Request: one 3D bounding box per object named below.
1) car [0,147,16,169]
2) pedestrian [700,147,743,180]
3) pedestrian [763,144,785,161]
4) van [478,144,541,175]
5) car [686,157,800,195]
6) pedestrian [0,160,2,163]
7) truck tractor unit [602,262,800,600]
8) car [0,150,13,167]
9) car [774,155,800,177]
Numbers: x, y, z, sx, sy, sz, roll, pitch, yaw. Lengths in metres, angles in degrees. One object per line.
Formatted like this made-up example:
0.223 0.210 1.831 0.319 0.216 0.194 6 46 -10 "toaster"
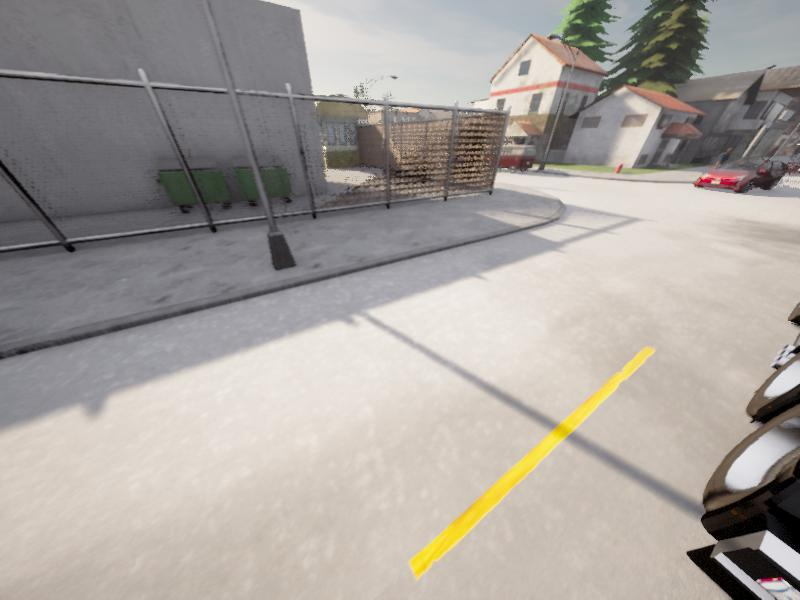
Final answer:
-35.476 -11.554 18.823 3.705 1.547 1.789 -18 39 -25 "car"
21.656 -9.215 15.609 0.751 1.860 0.751 19 39 25 "pedestrian"
51.367 -20.237 31.729 0.751 1.860 0.751 -19 39 -25 "pedestrian"
9.316 -12.360 20.132 1.775 1.987 4.442 -19 39 -25 "van"
19.223 -7.002 12.921 4.514 1.525 2.007 -10 36 -15 "car"
-40.357 -14.334 22.405 0.751 1.860 0.751 -18 39 -24 "pedestrian"
5.112 -0.298 0.791 6.516 4.208 3.053 -18 39 -24 "truck tractor unit"
-35.753 -11.510 18.883 2.033 1.415 5.357 -18 39 -25 "car"
33.208 -10.955 18.871 4.181 1.385 1.994 -19 39 -25 "car"
